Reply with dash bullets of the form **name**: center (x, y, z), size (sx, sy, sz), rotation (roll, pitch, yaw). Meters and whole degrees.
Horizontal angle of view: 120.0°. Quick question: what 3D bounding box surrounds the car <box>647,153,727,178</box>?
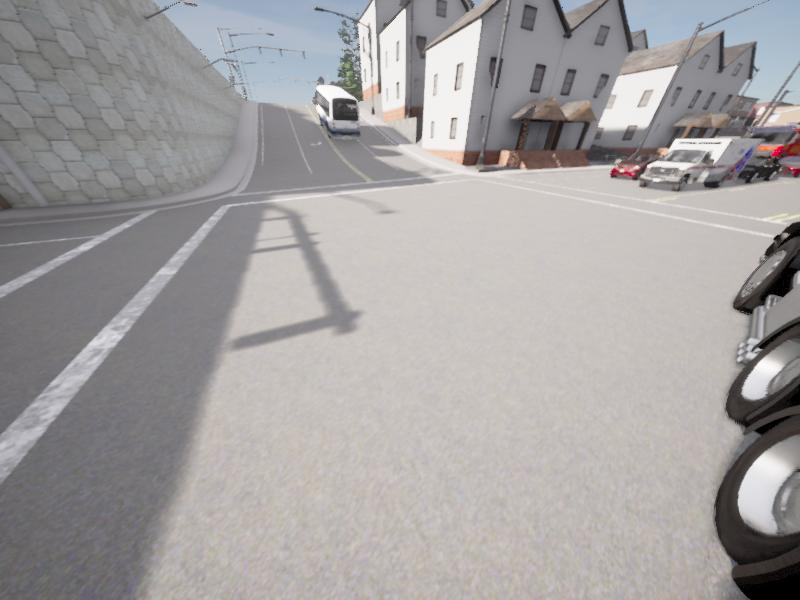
- **car**: center (23.509, -11.143, 18.974), size (4.902, 1.511, 2.128), rotation (-13, 37, -18)

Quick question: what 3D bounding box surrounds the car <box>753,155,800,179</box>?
- **car**: center (31.546, -10.756, 18.567), size (4.181, 1.385, 1.994), rotation (-12, 36, -17)

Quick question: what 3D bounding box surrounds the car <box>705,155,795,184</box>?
- **car**: center (24.510, -9.226, 16.211), size (4.892, 1.490, 1.837), rotation (-13, 37, -18)

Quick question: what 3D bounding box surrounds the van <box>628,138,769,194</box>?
- **van**: center (17.362, -7.994, 13.575), size (6.366, 2.431, 2.351), rotation (-13, 37, -18)

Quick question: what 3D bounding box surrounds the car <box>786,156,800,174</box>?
- **car**: center (37.663, -12.209, 20.581), size (4.892, 1.490, 1.837), rotation (-13, 37, -17)

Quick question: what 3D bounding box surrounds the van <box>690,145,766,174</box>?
- **van**: center (29.475, -12.715, 20.811), size (4.480, 2.038, 2.069), rotation (-13, 37, -18)

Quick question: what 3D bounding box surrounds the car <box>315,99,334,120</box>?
- **car**: center (-11.709, -29.418, 35.632), size (1.801, 1.575, 5.366), rotation (-12, 49, -19)

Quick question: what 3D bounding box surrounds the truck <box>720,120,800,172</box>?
- **truck**: center (37.563, -15.289, 22.997), size (8.468, 3.827, 2.891), rotation (-13, 37, -18)

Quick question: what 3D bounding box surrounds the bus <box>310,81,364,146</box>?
- **bus**: center (-7.795, -22.831, 28.104), size (3.944, 4.253, 10.273), rotation (-13, 51, -18)

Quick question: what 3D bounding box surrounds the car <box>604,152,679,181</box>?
- **car**: center (17.758, -9.885, 17.045), size (3.988, 1.617, 1.851), rotation (-13, 37, -18)

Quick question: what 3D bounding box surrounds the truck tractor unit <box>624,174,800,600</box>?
- **truck tractor unit**: center (4.946, -0.438, 0.983), size (6.516, 4.208, 3.053), rotation (-24, 41, -31)
